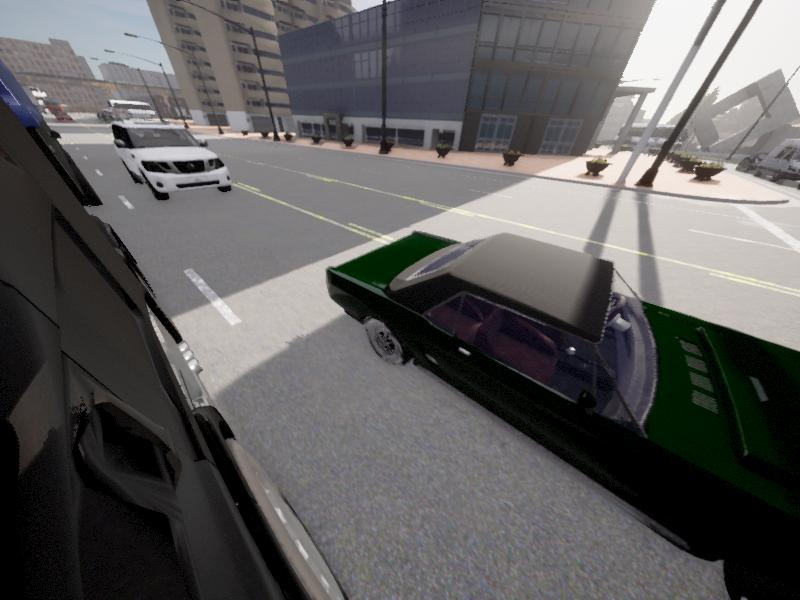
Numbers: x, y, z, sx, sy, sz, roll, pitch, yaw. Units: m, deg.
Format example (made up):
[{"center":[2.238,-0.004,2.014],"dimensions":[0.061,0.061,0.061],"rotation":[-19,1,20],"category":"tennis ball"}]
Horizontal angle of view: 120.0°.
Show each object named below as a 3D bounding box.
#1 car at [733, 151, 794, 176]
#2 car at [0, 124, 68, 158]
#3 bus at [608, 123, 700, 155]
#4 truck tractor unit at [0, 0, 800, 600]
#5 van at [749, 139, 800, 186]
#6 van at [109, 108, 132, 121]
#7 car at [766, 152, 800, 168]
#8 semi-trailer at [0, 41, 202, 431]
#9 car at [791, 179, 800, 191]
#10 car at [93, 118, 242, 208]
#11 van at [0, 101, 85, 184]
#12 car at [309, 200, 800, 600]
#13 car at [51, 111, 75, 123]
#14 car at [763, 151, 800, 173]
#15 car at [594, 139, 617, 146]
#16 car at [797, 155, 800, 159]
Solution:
[{"center":[33.103,-12.603,21.225],"dimensions":[1.845,1.501,3.633],"rotation":[28,44,29],"category":"car"},{"center":[-23.878,-10.346,14.939],"dimensions":[4.902,1.511,2.128],"rotation":[28,44,30],"category":"car"},{"center":[46.562,-30.232,43.183],"dimensions":[3.944,4.253,10.273],"rotation":[-10,39,-17],"category":"bus"},{"center":[-2.645,-0.295,0.351],"dimensions":[6.516,4.208,3.053],"rotation":[28,44,30],"category":"truck tractor unit"},{"center":[28.852,-10.042,16.705],"dimensions":[1.988,2.561,5.915],"rotation":[29,44,30],"category":"van"},{"center":[-74.018,-49.117,61.140],"dimensions":[6.366,2.431,2.351],"rotation":[29,44,29],"category":"van"},{"center":[47.937,-17.472,28.758],"dimensions":[4.193,1.474,1.816],"rotation":[-20,43,-27],"category":"car"},{"center":[-8.720,-3.577,4.224],"dimensions":[14.254,4.402,2.717],"rotation":[28,44,30],"category":"semi-trailer"},{"center":[23.990,-6.341,12.356],"dimensions":[1.816,1.474,4.193],"rotation":[29,44,30],"category":"car"},{"center":[-8.489,-5.217,8.415],"dimensions":[5.566,2.045,2.150],"rotation":[28,44,29],"category":"car"},{"center":[-16.497,-6.881,9.914],"dimensions":[6.366,2.431,2.351],"rotation":[27,43,30],"category":"van"},{"center":[1.461,0.349,2.179],"dimensions":[4.718,1.301,1.895],"rotation":[28,44,30],"category":"car"},{"center":[-71.217,-38.776,48.831],"dimensions":[4.611,1.667,2.242],"rotation":[29,44,28],"category":"car"},{"center":[42.287,-15.094,25.078],"dimensions":[5.238,1.638,1.930],"rotation":[-29,48,-35],"category":"car"},{"center":[59.227,-45.391,66.449],"dimensions":[5.357,1.411,2.033],"rotation":[-9,39,-16],"category":"car"},{"center":[88.692,-30.155,48.472],"dimensions":[2.033,1.411,5.357],"rotation":[1,37,-3],"category":"car"}]
